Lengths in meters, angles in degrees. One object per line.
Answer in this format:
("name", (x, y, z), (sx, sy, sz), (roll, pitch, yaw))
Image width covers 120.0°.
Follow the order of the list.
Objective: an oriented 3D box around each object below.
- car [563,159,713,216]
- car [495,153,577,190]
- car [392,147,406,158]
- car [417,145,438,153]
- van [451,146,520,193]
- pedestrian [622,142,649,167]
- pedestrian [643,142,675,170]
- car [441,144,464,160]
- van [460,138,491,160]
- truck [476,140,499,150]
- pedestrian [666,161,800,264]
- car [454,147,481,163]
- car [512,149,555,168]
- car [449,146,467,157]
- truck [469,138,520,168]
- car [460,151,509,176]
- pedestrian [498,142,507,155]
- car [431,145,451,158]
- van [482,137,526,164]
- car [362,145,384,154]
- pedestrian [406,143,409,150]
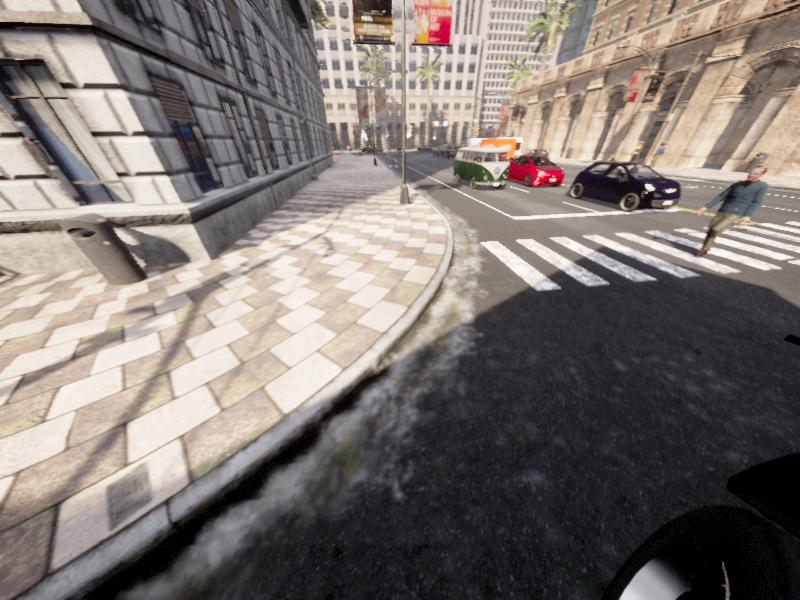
("car", (9.039, -4.669, 9.327), (1.845, 1.501, 3.633), (-5, 35, -7))
("car", (8.111, -8.154, 14.440), (2.007, 1.525, 4.514), (-5, 35, -7))
("car", (-0.168, -26.932, 42.126), (1.812, 1.442, 4.674), (-6, 35, -7))
("car", (6.874, -38.636, 59.058), (4.902, 1.511, 2.128), (-5, 35, -6))
("van", (4.704, -7.801, 13.591), (1.775, 1.987, 4.442), (-5, 35, -7))
("pedestrian", (21.017, -13.025, 20.648), (0.751, 1.860, 0.751), (-7, 35, -8))
("pedestrian", (20.757, -11.583, 18.549), (0.751, 1.860, 0.751), (-6, 35, -7))
("car", (7.940, -22.878, 35.635), (1.932, 1.855, 4.605), (-5, 35, -6))
("van", (11.442, -23.322, 35.620), (1.988, 2.561, 5.915), (-5, 35, -6))
("truck", (25.096, -44.660, 66.528), (5.204, 2.467, 2.627), (-5, 35, -6))
("pedestrian", (6.884, -1.787, 4.831), (0.751, 1.860, 0.751), (-6, 35, -8))
("car", (8.816, -19.267, 30.581), (1.851, 1.617, 3.988), (-5, 35, -6))
("car", (13.523, -14.606, 23.735), (1.845, 1.501, 3.633), (-5, 35, -6))
("car", (10.423, -26.902, 41.763), (1.845, 1.501, 3.633), (-5, 35, -6))
("truck", (9.781, -15.733, 24.635), (2.627, 2.467, 5.204), (-5, 35, -6))
("car", (7.104, -11.940, 20.021), (1.837, 1.490, 4.892), (-5, 35, -6))
("pedestrian", (17.885, -26.493, 40.390), (0.751, 1.860, 0.751), (-5, 35, -5))
("car", (7.072, -26.217, 40.606), (2.097, 1.767, 4.553), (-5, 35, -6))
("van", (12.608, -18.641, 28.756), (1.988, 2.561, 5.915), (-5, 35, -6))
("car", (-6.831, -37.508, 57.551), (5.238, 1.638, 1.930), (-5, 35, -6))
("pedestrian", (2.322, -47.445, 71.347), (0.751, 1.860, 0.751), (-5, 35, -6))
